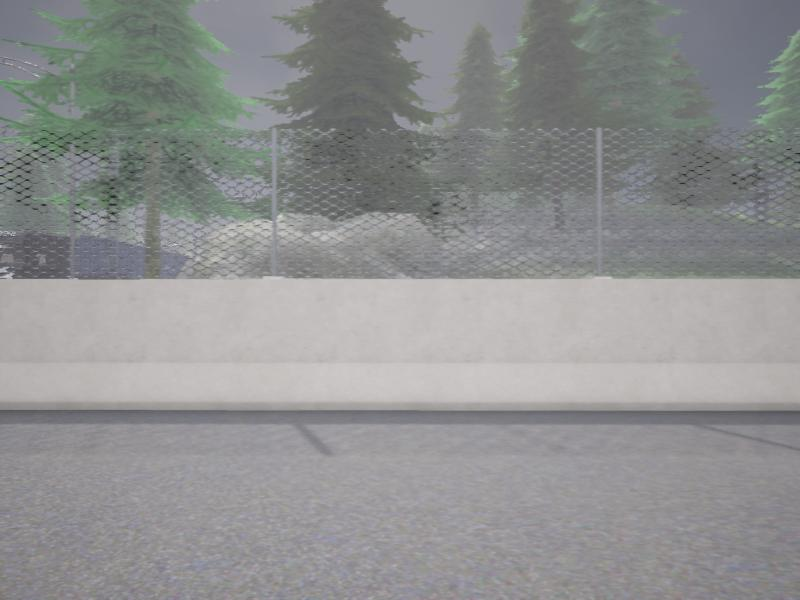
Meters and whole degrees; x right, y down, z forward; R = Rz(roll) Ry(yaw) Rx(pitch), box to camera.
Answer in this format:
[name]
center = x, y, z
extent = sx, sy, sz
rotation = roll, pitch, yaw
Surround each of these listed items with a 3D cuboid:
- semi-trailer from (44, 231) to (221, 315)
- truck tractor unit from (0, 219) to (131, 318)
[semi-trailer]
center = -17.273, -1.415, 28.157
extent = 2.717, 4.402, 14.254
rotation = 0, 0, 1
[truck tractor unit]
center = -17.367, -1.320, 20.243
extent = 3.053, 4.208, 6.516
rotation = 0, 0, 1
